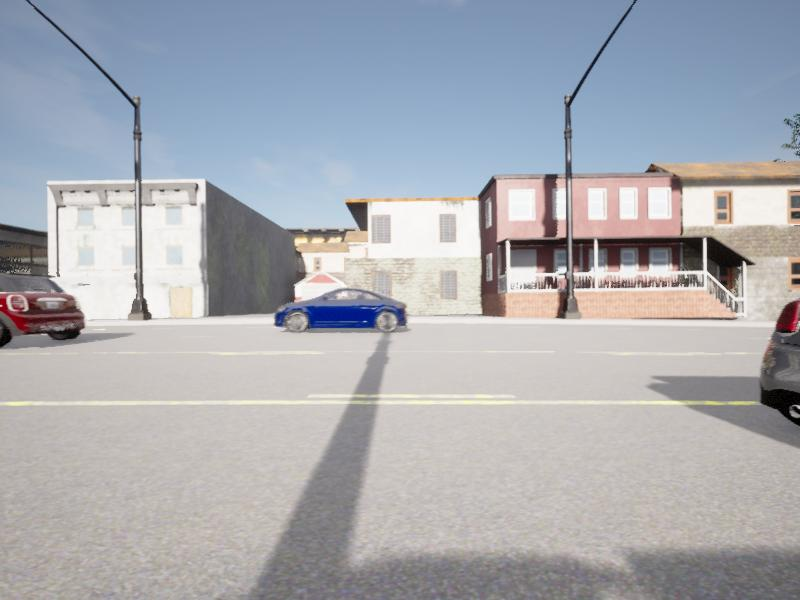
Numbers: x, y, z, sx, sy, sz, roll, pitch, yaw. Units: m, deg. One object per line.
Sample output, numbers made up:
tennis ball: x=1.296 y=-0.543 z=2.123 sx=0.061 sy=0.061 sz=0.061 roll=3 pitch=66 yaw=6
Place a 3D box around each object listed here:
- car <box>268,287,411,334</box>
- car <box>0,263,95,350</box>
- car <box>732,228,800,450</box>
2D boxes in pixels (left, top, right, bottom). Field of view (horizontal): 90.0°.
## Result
car: x=-1.775 y=0.309 z=12.693 sx=4.181 sy=1.385 sz=1.994 roll=0 pitch=0 yaw=0
car: x=-10.075 y=0.168 z=9.171 sx=4.553 sy=1.767 sz=2.097 roll=-1 pitch=0 yaw=0
car: x=4.566 y=0.271 z=2.214 sx=3.806 sy=1.475 sz=1.970 roll=0 pitch=0 yaw=0
